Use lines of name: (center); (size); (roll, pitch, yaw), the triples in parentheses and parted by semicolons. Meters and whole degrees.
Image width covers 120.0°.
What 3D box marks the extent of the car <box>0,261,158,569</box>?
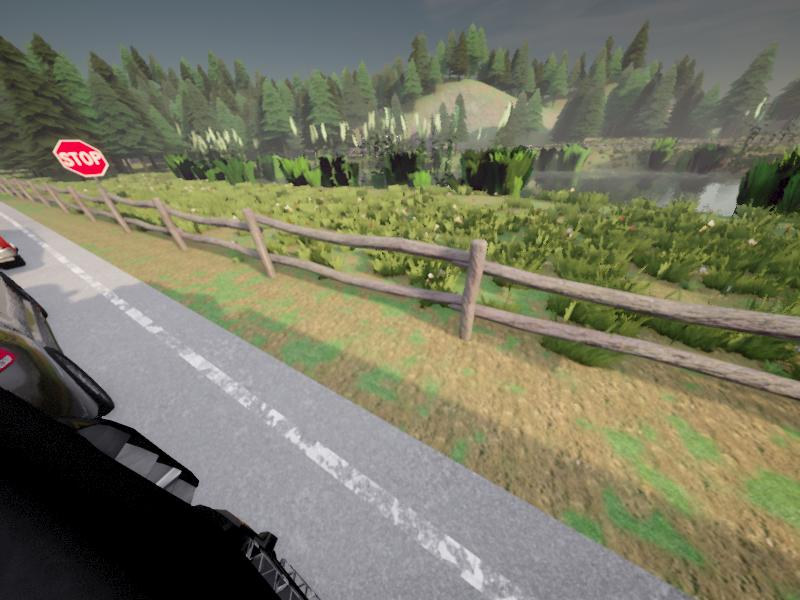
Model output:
car: (-4.897, 0.534, 1.922); (5.027, 1.651, 2.152); (16, 38, 26)

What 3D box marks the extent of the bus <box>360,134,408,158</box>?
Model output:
bus: (-3.761, -36.190, 54.398); (10.273, 4.253, 3.944); (10, 36, 18)

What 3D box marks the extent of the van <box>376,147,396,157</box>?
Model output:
van: (-3.452, -37.033, 57.671); (4.442, 1.987, 1.775); (10, 36, 18)

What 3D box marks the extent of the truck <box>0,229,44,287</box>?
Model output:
truck: (-10.994, -1.592, 4.733); (5.204, 2.467, 2.627); (16, 38, 26)
